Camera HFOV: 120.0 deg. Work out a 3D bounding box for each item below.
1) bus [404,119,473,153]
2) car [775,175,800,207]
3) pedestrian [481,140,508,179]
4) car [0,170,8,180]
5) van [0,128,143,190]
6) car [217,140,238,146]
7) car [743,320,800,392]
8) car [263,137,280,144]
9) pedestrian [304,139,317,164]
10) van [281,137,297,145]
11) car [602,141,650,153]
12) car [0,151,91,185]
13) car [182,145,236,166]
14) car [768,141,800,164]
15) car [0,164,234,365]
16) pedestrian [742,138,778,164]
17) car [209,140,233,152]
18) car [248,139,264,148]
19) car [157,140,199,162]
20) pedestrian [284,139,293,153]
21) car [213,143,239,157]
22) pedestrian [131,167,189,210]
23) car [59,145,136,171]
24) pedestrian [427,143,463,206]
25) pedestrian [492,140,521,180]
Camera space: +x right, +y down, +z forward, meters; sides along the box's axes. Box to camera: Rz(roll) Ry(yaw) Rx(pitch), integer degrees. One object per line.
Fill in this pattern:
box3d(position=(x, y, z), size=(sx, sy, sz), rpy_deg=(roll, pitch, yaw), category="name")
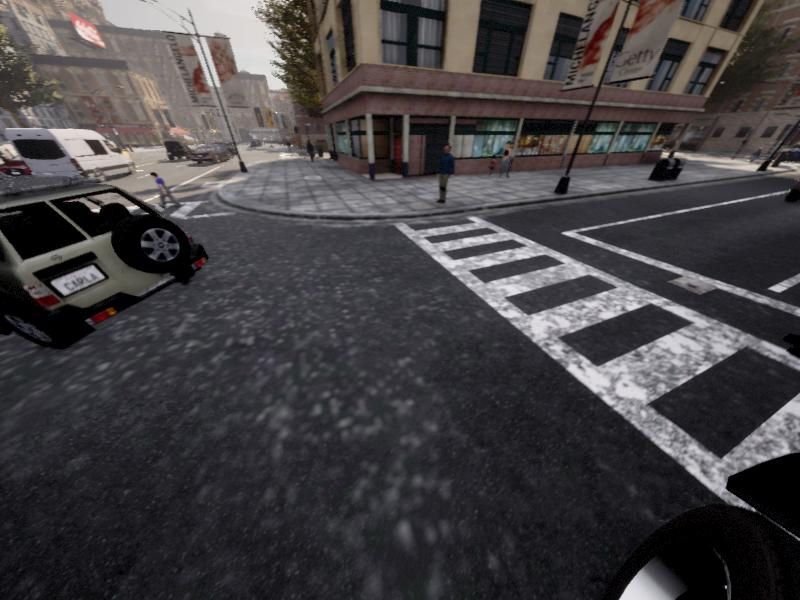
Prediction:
box3d(position=(6.160, -26.738, 37.778), size=(10.273, 4.253, 3.944), rpy_deg=(-13, 38, -18), category="bus")
box3d(position=(17.539, -4.615, 8.711), size=(4.605, 1.855, 1.932), rpy_deg=(-13, 38, -18), category="car")
box3d(position=(5.475, -8.201, 13.483), size=(0.751, 1.860, 0.751), rpy_deg=(-14, 38, -19), category="pedestrian")
box3d(position=(-25.432, -6.902, 12.317), size=(2.128, 1.511, 4.902), rpy_deg=(-13, 37, -18), category="car")
box3d(position=(-18.723, -8.543, 13.724), size=(1.988, 2.561, 5.915), rpy_deg=(-13, 37, -18), category="van")
box3d(position=(-48.673, -44.387, 65.217), size=(1.895, 1.301, 4.718), rpy_deg=(4, 36, 6), category="car")
box3d(position=(6.772, 0.200, 2.305), size=(4.792, 1.488, 2.163), rpy_deg=(-14, 38, -18), category="car")
box3d(position=(-42.399, -52.807, 76.551), size=(1.932, 1.855, 4.605), rpy_deg=(13, 37, 17), category="car")
box3d(position=(-8.120, -13.543, 21.014), size=(0.751, 1.860, 0.751), rpy_deg=(-12, 37, -16), category="pedestrian")
box3d(position=(-33.656, -48.181, 69.938), size=(1.775, 1.987, 4.442), rpy_deg=(7, 36, 10), category="van")
box3d(position=(36.458, -24.875, 37.449), size=(1.882, 1.535, 5.008), rpy_deg=(-14, 38, -19), category="car")
box3d(position=(-22.810, -8.480, 14.653), size=(1.994, 1.385, 4.181), rpy_deg=(-14, 38, -18), category="car")
box3d(position=(-18.961, -14.662, 23.312), size=(2.033, 1.411, 5.357), rpy_deg=(-7, 36, -10), category="car")
box3d(position=(39.481, -13.835, 21.704), size=(2.097, 1.767, 4.553), rpy_deg=(-3, 36, -4), category="car")
box3d(position=(-5.540, -0.764, 3.335), size=(4.605, 1.855, 1.932), rpy_deg=(6, 37, 9), category="car")
box3d(position=(31.138, -12.878, 20.013), size=(0.751, 1.860, 0.751), rpy_deg=(-13, 38, -18), category="pedestrian")
box3d(position=(-32.995, -28.604, 42.737), size=(2.152, 1.651, 5.027), rpy_deg=(-13, 38, -18), category="car")
box3d(position=(-34.206, -37.295, 54.965), size=(1.851, 1.617, 3.988), rpy_deg=(-7, 36, -10), category="car")
box3d(position=(-24.681, -16.809, 25.913), size=(1.905, 1.878, 3.866), rpy_deg=(-13, 38, -18), category="car")
box3d(position=(-18.091, -25.073, 37.500), size=(0.751, 1.860, 0.751), rpy_deg=(-9, 36, -13), category="pedestrian")
box3d(position=(-23.573, -20.457, 31.396), size=(1.816, 1.474, 4.193), rpy_deg=(-13, 37, -18), category="car")
box3d(position=(-8.768, -4.131, 8.532), size=(0.751, 1.300, 0.751), rpy_deg=(-6, 36, -8), category="pedestrian")
box3d(position=(-25.530, -12.272, 19.841), size=(1.882, 1.535, 5.008), rpy_deg=(-14, 38, -19), category="car")
box3d(position=(1.565, -4.471, 8.248), size=(0.751, 1.860, 0.751), rpy_deg=(-28, 44, -33), category="pedestrian")
box3d(position=(5.983, -7.926, 13.095), size=(0.751, 1.860, 0.751), rpy_deg=(-12, 37, -17), category="pedestrian")
